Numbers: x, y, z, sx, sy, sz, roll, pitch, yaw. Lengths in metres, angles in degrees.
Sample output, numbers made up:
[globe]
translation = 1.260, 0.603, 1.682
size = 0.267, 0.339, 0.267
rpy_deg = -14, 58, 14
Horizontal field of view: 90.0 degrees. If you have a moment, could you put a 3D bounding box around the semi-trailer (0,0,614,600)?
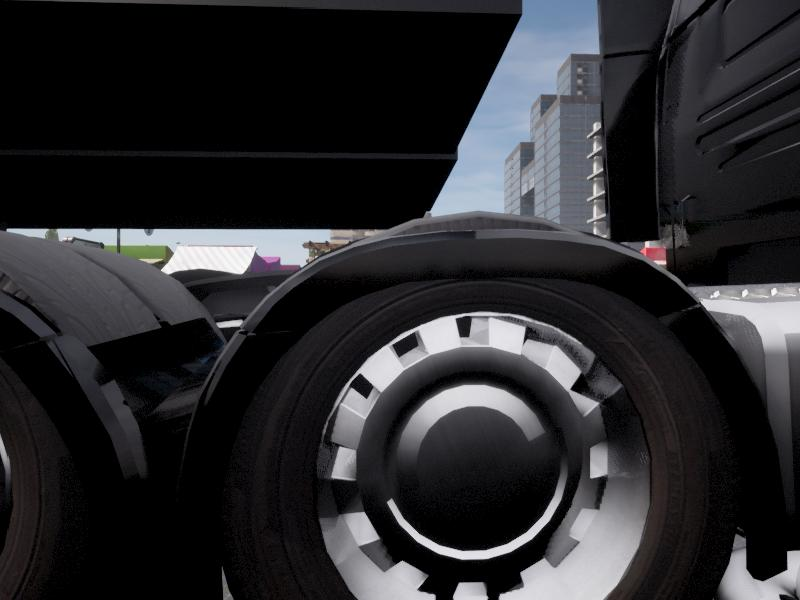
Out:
[semi-trailer]
translation = -6.800, -1.218, 1.762
size = 14.254, 4.402, 2.717
rpy_deg = 0, 0, -2

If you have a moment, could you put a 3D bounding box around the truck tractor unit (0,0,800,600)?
[truck tractor unit]
translation = 1.105, -1.116, 2.104
size = 6.516, 4.208, 3.053
rpy_deg = 0, 0, -3

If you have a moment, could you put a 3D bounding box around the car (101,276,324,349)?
[car]
translation = -3.974, 0.254, 9.042
size = 4.193, 1.474, 1.816
rpy_deg = 0, 0, -2
